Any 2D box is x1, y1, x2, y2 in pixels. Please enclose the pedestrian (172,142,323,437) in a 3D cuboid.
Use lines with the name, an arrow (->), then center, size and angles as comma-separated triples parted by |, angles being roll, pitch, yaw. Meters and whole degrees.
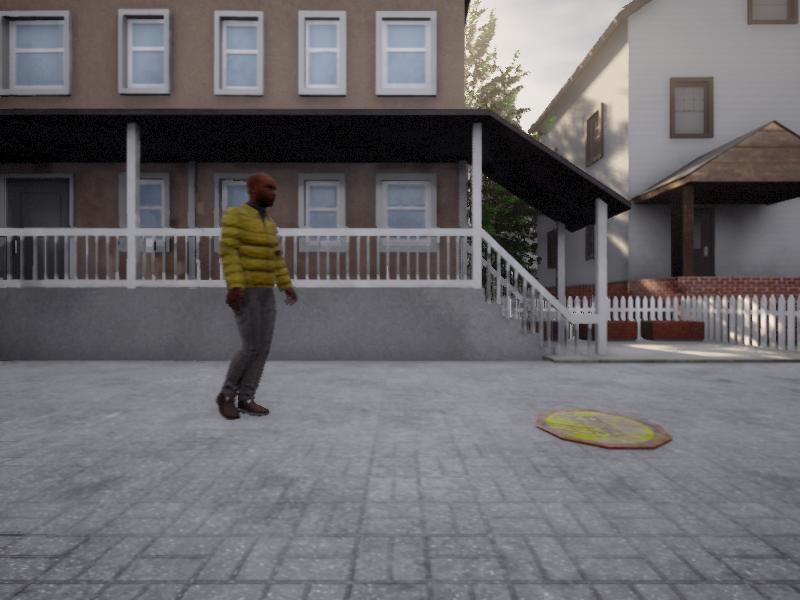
pedestrian -> -1.107, -0.067, 3.011 | 0.751, 1.860, 0.751 | 0, 0, 21
